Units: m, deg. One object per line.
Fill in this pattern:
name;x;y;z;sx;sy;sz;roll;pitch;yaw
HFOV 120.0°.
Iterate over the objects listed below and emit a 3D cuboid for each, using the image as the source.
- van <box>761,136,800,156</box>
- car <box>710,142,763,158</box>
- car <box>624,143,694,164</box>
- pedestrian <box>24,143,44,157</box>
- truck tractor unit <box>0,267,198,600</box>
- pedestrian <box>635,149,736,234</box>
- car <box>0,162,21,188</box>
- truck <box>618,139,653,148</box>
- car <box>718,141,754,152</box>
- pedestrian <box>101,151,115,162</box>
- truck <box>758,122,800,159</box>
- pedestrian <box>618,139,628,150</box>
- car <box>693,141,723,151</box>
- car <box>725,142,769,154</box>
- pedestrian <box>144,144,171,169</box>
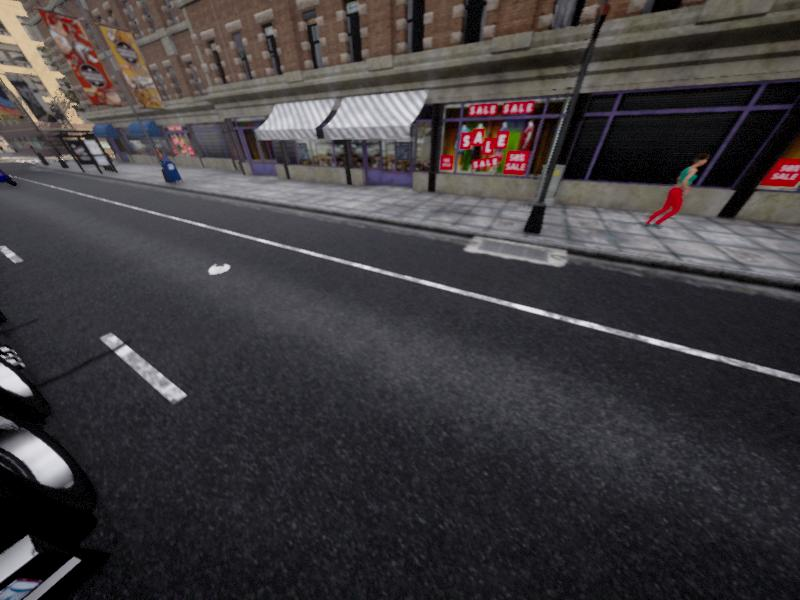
van;60.039;-23.596;35.245;2.351;2.431;6.366;17;38;23
car;45.566;-20.492;31.473;2.097;1.767;4.553;17;38;23
car;27.959;-16.071;25.273;4.553;1.767;2.097;22;41;28
pedestrian;-61.606;-25.260;38.886;0.751;1.860;0.751;6;35;9
truck tractor unit;-5.119;-0.293;0.770;6.516;4.208;3.053;18;39;24
pedestrian;7.223;-2.792;6.013;0.751;1.860;0.751;16;38;22
car;-26.079;-7.862;14.230;4.193;1.474;1.816;17;38;23
truck;66.045;-44.136;64.989;2.390;2.098;6.274;-15;38;-20
car;67.009;-30.799;46.229;1.930;1.638;5.238;17;38;23
pedestrian;-35.119;-17.236;27.794;0.500;1.100;0.500;17;38;23
truck;52.780;-20.590;29.772;2.891;3.827;8.468;17;38;23
pedestrian;48.669;-33.906;50.349;0.751;1.860;0.751;15;38;21
car;64.495;-32.308;48.503;1.801;1.575;5.366;17;38;23
car;58.355;-25.715;39.000;1.930;1.638;5.238;17;38;23
pedestrian;-21.615;-12.790;20.625;0.751;1.860;0.751;20;40;26
